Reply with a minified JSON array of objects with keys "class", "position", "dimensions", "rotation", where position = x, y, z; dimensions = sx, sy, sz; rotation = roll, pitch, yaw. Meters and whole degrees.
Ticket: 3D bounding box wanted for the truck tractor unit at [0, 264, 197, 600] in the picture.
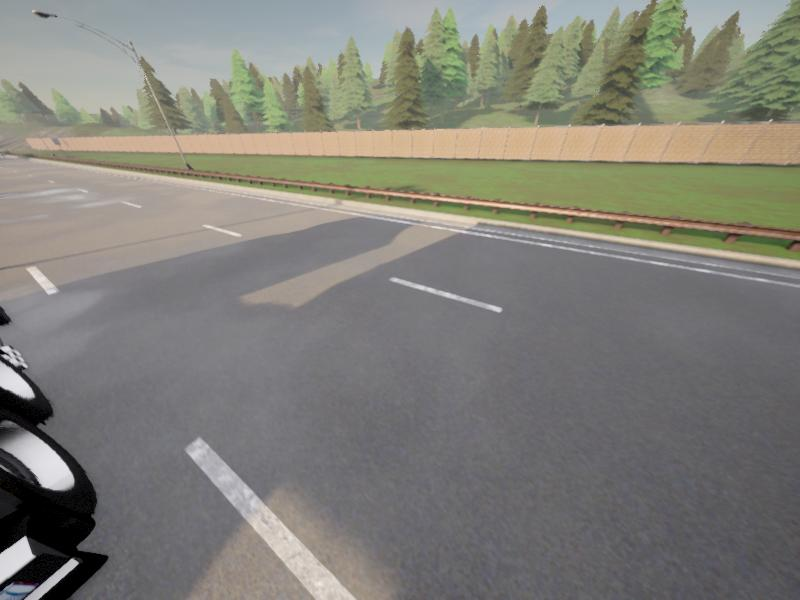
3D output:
[{"class":"truck tractor unit","position":[-5.118,-0.291,0.784],"dimensions":[6.516,4.208,3.053],"rotation":[18,39,24]}]
